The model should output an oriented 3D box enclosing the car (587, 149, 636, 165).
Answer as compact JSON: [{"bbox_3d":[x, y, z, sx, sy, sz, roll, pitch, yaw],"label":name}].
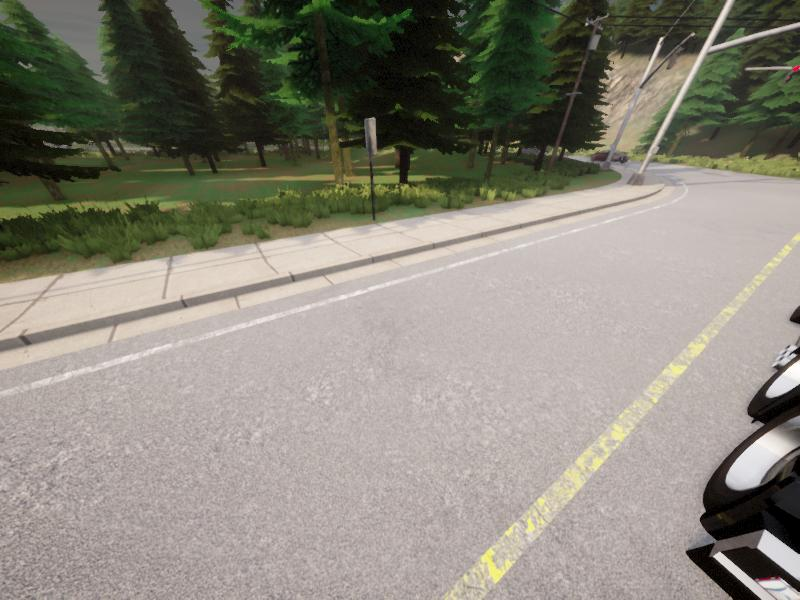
[{"bbox_3d":[25.390,-17.398,27.962,1.994,1.385,4.181,0,35,-1],"label":"car"}]

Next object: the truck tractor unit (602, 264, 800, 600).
[{"bbox_3d":[5.110,-0.302,0.782,6.516,4.208,3.053,-18,39,-24],"label":"truck tractor unit"}]
